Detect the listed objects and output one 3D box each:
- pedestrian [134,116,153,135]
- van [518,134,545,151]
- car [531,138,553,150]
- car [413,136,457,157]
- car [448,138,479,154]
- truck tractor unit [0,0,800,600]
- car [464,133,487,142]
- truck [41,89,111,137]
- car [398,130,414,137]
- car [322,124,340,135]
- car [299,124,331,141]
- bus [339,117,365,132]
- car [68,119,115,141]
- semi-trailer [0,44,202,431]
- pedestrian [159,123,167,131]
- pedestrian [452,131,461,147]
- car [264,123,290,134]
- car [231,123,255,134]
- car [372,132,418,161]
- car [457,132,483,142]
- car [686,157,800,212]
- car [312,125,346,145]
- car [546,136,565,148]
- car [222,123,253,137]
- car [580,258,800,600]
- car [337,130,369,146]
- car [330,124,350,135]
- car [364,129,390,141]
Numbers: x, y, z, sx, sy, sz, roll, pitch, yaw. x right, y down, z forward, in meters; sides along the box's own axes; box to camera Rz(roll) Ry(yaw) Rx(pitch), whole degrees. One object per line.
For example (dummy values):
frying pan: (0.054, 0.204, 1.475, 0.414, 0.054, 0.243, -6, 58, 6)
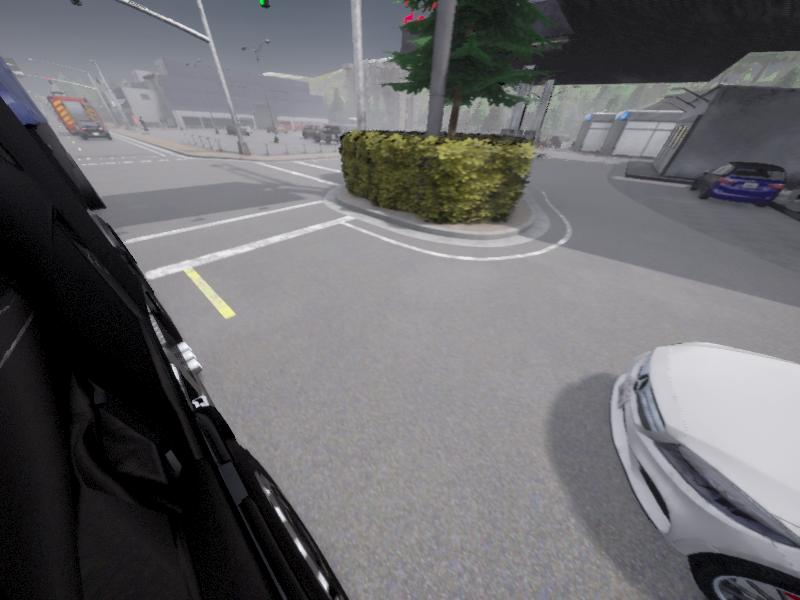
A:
pedestrian: (-31.526, -21.489, 28.425, 0.751, 1.860, 0.751, 30, 45, 31)
van: (20.737, -24.852, 36.467, 2.069, 2.038, 4.480, 28, 44, 30)
car: (25.180, -27.692, 40.928, 2.007, 1.525, 4.514, 28, 44, 30)
car: (3.748, -16.340, 24.500, 2.033, 1.649, 4.856, 28, 44, 30)
car: (7.824, -19.069, 28.491, 1.970, 1.475, 3.806, 28, 44, 30)
truck tractor unit: (-2.645, -0.295, 0.351, 6.516, 4.208, 3.053, 28, 44, 30)
car: (17.682, -38.069, 54.009, 4.514, 1.523, 2.007, 28, 44, 30)
truck: (-37.468, -21.490, 26.733, 8.468, 3.827, 2.891, 28, 44, 30)
car: (1.488, -44.296, 61.382, 3.806, 1.475, 1.970, 28, 44, 30)
car: (-15.839, -39.246, 53.136, 3.866, 1.878, 1.905, 28, 44, 30)
car: (-12.713, -25.074, 34.549, 4.605, 1.855, 1.932, 28, 44, 30)
bus: (-19.128, -69.407, 91.371, 10.273, 4.253, 3.944, 28, 44, 29)
car: (-30.689, -16.925, 22.985, 4.974, 1.542, 2.038, 28, 44, 30)
semi-trailer: (-8.723, -3.536, 4.280, 14.254, 4.402, 2.717, 27, 44, 30)
pedestrian: (-41.695, -30.421, 40.597, 0.500, 1.100, 0.500, 28, 44, 30)
pedestrian: (8.375, -23.722, 34.086, 0.751, 1.860, 0.751, 28, 44, 29)
car: (-24.038, -33.510, 45.162, 5.027, 1.636, 2.152, 28, 44, 30)
car: (-27.903, -30.468, 41.027, 3.806, 1.475, 1.970, 28, 44, 30)
car: (-0.411, -13.599, 20.396, 1.905, 1.878, 3.866, 28, 44, 30)
car: (15.713, -36.663, 52.011, 5.027, 1.636, 2.152, 28, 44, 30)
car: (16.932, -5.996, 11.636, 2.242, 1.667, 4.611, 28, 44, 30)
car: (-8.782, -20.424, 28.579, 3.866, 1.878, 1.905, 28, 44, 30)
car: (31.637, -32.248, 47.050, 1.905, 1.878, 3.866, 28, 43, 30)
car: (-24.845, -25.917, 35.279, 4.514, 1.523, 2.007, 28, 44, 30)
car: (3.752, 1.574, 0.718, 4.674, 1.442, 1.812, 29, 43, 29)
car: (-6.194, -21.423, 30.531, 3.806, 1.475, 1.970, 28, 44, 30)
car: (-14.294, -40.686, 55.174, 4.605, 1.855, 1.932, 28, 44, 30)
car: (-4.194, -30.149, 42.125, 4.514, 1.523, 2.007, 28, 44, 30)
